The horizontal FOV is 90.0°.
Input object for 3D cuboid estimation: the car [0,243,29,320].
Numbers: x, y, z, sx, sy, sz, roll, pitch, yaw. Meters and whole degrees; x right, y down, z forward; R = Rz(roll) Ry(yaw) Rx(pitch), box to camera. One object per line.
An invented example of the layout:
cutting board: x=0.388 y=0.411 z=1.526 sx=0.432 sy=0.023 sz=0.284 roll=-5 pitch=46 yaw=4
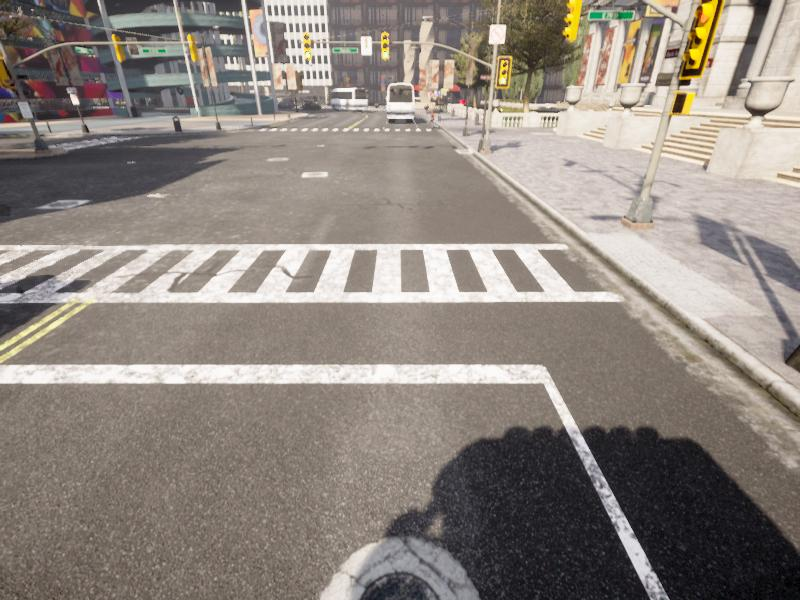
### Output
car: x=-6.993 y=0.283 z=4.039 sx=1.932 sy=1.855 sz=4.605 roll=0 pitch=27 yaw=0

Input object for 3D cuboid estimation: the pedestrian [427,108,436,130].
pedestrian: x=3.085 y=-17.670 z=39.075 sx=0.751 sy=1.860 sz=0.751 roll=-1 pitch=27 yaw=-2

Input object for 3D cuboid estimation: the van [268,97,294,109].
van: x=-29.264 y=-48.409 z=98.385 sx=5.915 sy=2.561 sz=1.988 roll=8 pitch=28 yaw=16

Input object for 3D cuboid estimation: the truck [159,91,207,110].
truck: x=-49.340 y=-45.409 z=91.151 sx=8.468 sy=3.827 sz=2.891 roll=0 pitch=27 yaw=0

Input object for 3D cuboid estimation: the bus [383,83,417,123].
bus: x=-0.030 y=-25.511 z=51.822 sx=3.944 sy=4.253 sz=10.273 roll=0 pitch=27 yaw=0

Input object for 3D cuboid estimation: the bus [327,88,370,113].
bus: x=-10.575 y=-40.518 z=81.130 sx=3.944 sy=4.253 sz=10.273 roll=-18 pitch=32 yaw=-31

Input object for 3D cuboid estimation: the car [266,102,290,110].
car: x=-28.999 y=-46.100 z=95.239 sx=5.027 sy=1.651 sz=2.152 roll=10 pitch=29 yaw=19

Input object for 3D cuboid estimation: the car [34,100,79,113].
car: x=-62.128 y=-35.047 z=72.437 sx=5.566 sy=2.045 sz=2.435 roll=0 pitch=27 yaw=0
